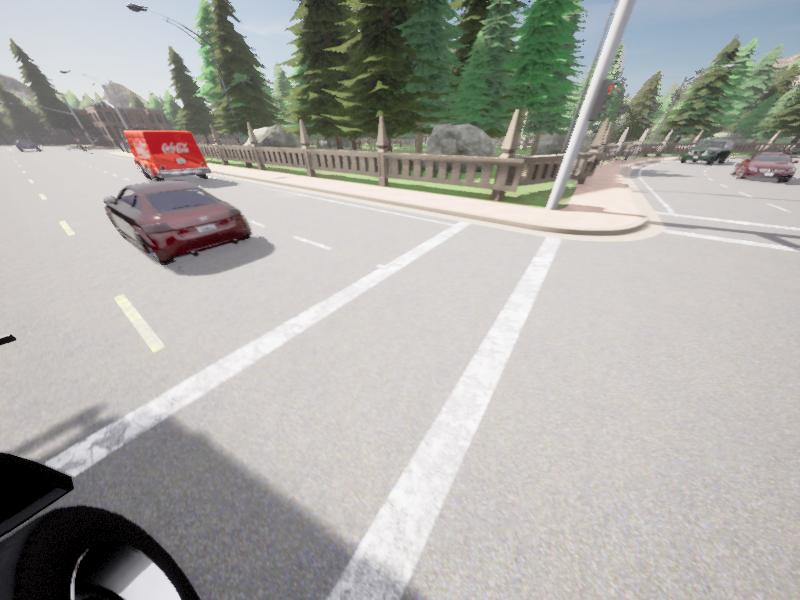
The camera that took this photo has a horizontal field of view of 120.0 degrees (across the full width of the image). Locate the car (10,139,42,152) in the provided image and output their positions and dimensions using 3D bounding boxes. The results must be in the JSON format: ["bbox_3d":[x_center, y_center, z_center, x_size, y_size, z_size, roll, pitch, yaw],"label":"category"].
[{"bbox_3d":[-62.602,-25.906,38.663,5.027,1.651,2.152,22,41,27],"label":"car"}]

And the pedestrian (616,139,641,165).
[{"bbox_3d":[20.505,-13.312,20.771,0.751,1.860,0.751,-20,40,-26],"label":"pedestrian"}]

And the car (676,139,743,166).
[{"bbox_3d":[30.485,-14.607,22.791,5.566,2.045,2.150,-17,39,-23],"label":"car"}]

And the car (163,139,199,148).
[{"bbox_3d":[-47.799,-34.305,50.600,1.801,1.575,5.366,22,41,28],"label":"car"}]

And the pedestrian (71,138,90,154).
[{"bbox_3d":[-44.829,-21.601,32.448,0.751,1.860,0.751,23,41,29],"label":"pedestrian"}]

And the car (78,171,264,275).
[{"bbox_3d":[-5.776,-2.235,5.863,4.181,1.385,1.994,22,41,28],"label":"car"}]

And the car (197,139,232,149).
[{"bbox_3d":[-38.694,-32.765,48.428,1.930,1.638,5.238,15,38,19],"label":"car"}]

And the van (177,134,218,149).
[{"bbox_3d":[-43.746,-34.506,50.078,1.988,2.561,5.915,22,41,28],"label":"van"}]

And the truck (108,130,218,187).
[{"bbox_3d":[-14.017,-8.534,13.735,5.204,2.467,2.627,22,41,28],"label":"truck"}]

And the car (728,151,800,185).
[{"bbox_3d":[23.021,-8.444,14.598,1.812,1.442,4.674,29,45,35],"label":"car"}]
